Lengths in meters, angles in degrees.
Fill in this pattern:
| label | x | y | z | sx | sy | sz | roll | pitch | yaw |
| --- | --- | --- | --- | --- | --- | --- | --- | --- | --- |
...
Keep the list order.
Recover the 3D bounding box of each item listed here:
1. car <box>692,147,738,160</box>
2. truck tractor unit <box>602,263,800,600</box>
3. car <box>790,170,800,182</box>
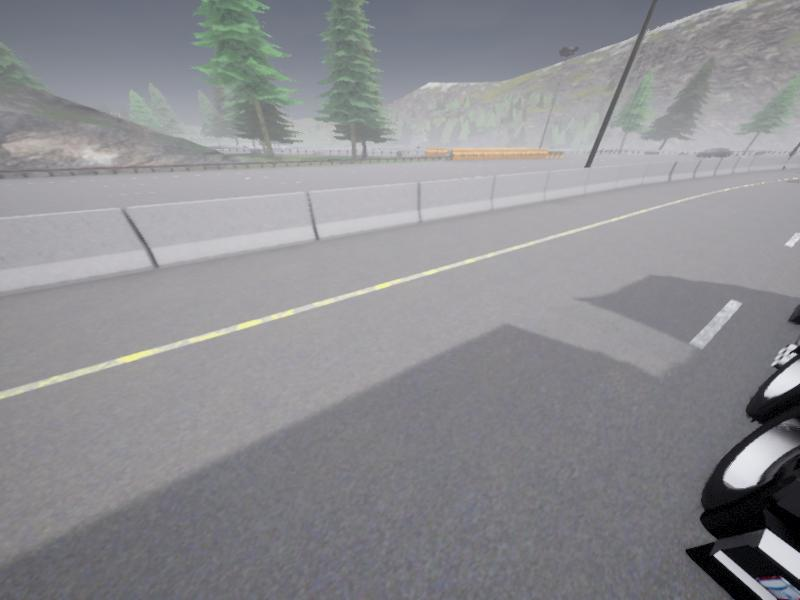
| label | x | y | z | sx | sy | sz | roll | pitch | yaw |
| --- | --- | --- | --- | --- | --- | --- | --- | --- | --- |
| car | 48.717 | -22.750 | 35.792 | 5.008 | 1.535 | 1.882 | -8 | 35 | -12 |
| truck tractor unit | 5.115 | -0.296 | 0.781 | 6.516 | 4.208 | 3.053 | -18 | 39 | -24 |
| car | 30.239 | -8.844 | 15.767 | 5.357 | 1.411 | 2.033 | -11 | 36 | -16 |
